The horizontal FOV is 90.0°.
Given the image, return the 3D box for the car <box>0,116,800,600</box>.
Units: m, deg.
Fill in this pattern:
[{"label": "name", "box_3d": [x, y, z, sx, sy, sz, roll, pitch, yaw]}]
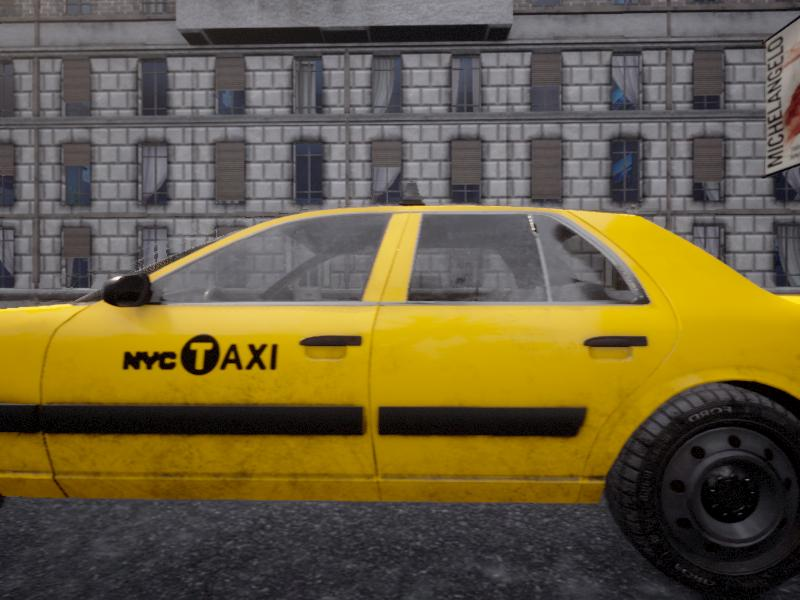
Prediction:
[{"label": "car", "box_3d": [-0.229, 0.202, 2.209, 5.366, 1.575, 1.801, 0, 0, 1]}]
